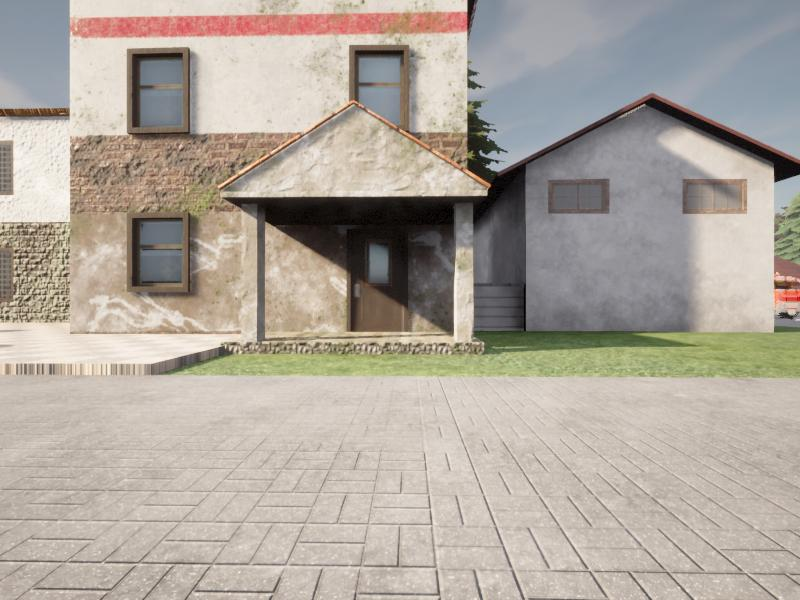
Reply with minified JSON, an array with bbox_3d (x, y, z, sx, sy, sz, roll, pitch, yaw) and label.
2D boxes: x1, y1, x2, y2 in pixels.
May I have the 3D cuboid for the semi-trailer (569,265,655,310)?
[{"bbox_3d":[23.757,-1.218,46.262,2.717,4.402,14.254,0,0,1],"label":"semi-trailer"}]

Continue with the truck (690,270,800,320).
[{"bbox_3d":[19.220,-0.245,22.152,2.627,2.467,5.204,0,0,1],"label":"truck"}]
